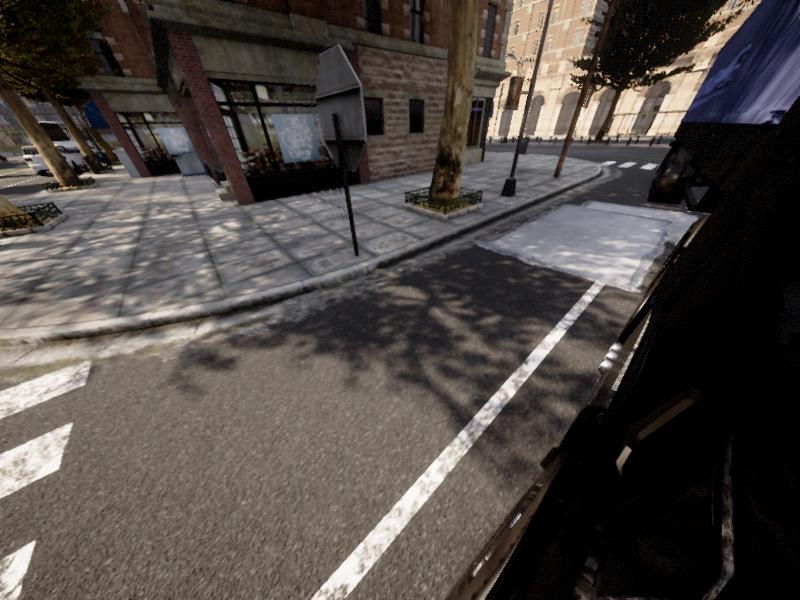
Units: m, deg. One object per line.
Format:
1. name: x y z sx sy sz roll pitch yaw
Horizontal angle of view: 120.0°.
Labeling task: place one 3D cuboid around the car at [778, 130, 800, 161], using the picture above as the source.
1. car: 23.862 -7.829 11.637 1.837 1.490 4.892 -27 43 -30

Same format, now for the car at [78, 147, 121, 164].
1. car: -37.114 -18.017 28.702 2.231 1.521 4.892 -28 43 -30

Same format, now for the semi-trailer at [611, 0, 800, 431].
1. semi-trailer: 8.092 -3.937 4.774 2.717 4.402 14.254 27 45 33

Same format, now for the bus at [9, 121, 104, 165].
1. bus: -45.789 -21.507 31.535 3.944 4.253 10.273 -28 43 -30

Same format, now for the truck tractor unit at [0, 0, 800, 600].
1. truck tractor unit: 2.645 -0.295 0.351 6.516 4.208 3.053 -28 44 -30

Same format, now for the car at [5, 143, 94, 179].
1. car: -28.466 -11.637 19.138 2.435 2.045 5.566 -28 43 -30
